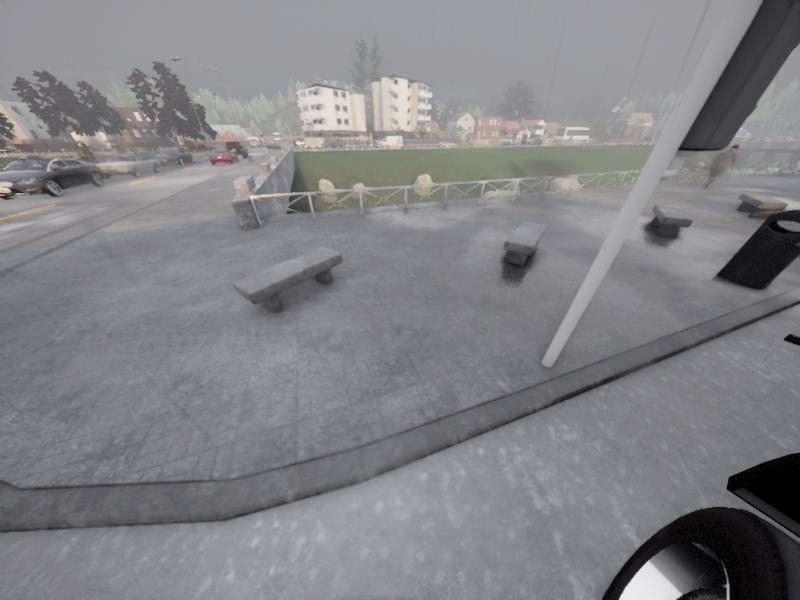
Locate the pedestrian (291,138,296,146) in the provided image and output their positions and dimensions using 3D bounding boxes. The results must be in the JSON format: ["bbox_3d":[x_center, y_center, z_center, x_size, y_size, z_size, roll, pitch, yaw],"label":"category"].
[{"bbox_3d":[-29.463,-43.687,63.884,0.751,1.860,0.751,-11,37,-14],"label":"pedestrian"}]

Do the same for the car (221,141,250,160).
[{"bbox_3d":[-21.062,-19.368,29.804,1.905,1.878,3.866,-12,37,-16],"label":"car"}]

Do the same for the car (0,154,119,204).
[{"bbox_3d":[-17.249,-6.119,11.360,2.128,1.511,4.902,-11,37,-15],"label":"car"}]

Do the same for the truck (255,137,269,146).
[{"bbox_3d":[-44.959,-51.928,75.530,2.627,2.467,5.204,-12,37,-16],"label":"truck"}]

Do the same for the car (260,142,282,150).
[{"bbox_3d":[-28.537,-34.158,51.140,3.806,1.475,1.970,16,39,22],"label":"car"}]

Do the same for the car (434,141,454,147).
[{"bbox_3d":[11.317,-40.394,59.875,4.718,1.301,1.895,-12,37,-16],"label":"car"}]

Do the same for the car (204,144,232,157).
[{"bbox_3d":[-27.795,-23.072,35.518,2.033,1.411,5.357,-13,37,-17],"label":"car"}]

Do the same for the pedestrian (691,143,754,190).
[{"bbox_3d":[15.120,-6.292,10.903,0.751,1.860,0.751,-12,37,-16],"label":"pedestrian"}]

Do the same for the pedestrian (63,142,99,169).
[{"bbox_3d":[-26.269,-11.898,19.070,0.751,1.860,0.751,-11,37,-15],"label":"pedestrian"}]

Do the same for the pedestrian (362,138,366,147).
[{"bbox_3d":[-9.190,-40.296,58.950,0.751,1.860,0.751,-11,37,-15],"label":"pedestrian"}]

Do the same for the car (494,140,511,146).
[{"bbox_3d":[28.782,-44.030,64.780,3.806,1.475,1.970,-12,37,-16],"label":"car"}]

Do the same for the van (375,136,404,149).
[{"bbox_3d":[-2.495,-38.032,55.636,6.366,2.431,2.351,-11,37,-16],"label":"van"}]

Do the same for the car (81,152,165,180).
[{"bbox_3d":[-19.634,-9.789,16.755,1.895,1.301,4.718,-12,37,-16],"label":"car"}]

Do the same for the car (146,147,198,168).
[{"bbox_3d":[-22.276,-14.215,22.864,1.837,1.490,4.892,-12,37,-16],"label":"car"}]

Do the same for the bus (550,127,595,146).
[{"bbox_3d":[49.559,-47.060,66.501,10.273,4.253,3.944,-12,37,-16],"label":"bus"}]

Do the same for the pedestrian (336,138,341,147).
[{"bbox_3d":[-15.264,-39.039,57.209,0.751,1.860,0.751,-12,37,-16],"label":"pedestrian"}]

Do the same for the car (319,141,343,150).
[{"bbox_3d":[-15.498,-34.989,52.219,4.892,1.490,1.837,-12,37,-15],"label":"car"}]

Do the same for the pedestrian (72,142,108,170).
[{"bbox_3d":[-25.398,-11.834,18.973,0.751,1.860,0.751,-6,36,-9],"label":"pedestrian"}]

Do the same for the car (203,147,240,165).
[{"bbox_3d":[-18.684,-15.274,24.449,1.994,1.385,4.181,-13,37,-17],"label":"car"}]

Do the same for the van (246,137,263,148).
[{"bbox_3d":[-39.585,-43.068,62.996,2.351,2.431,6.366,-12,37,-16],"label":"van"}]

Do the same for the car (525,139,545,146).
[{"bbox_3d":[39.490,-46.303,67.757,4.856,1.649,2.033,-12,37,-16],"label":"car"}]
